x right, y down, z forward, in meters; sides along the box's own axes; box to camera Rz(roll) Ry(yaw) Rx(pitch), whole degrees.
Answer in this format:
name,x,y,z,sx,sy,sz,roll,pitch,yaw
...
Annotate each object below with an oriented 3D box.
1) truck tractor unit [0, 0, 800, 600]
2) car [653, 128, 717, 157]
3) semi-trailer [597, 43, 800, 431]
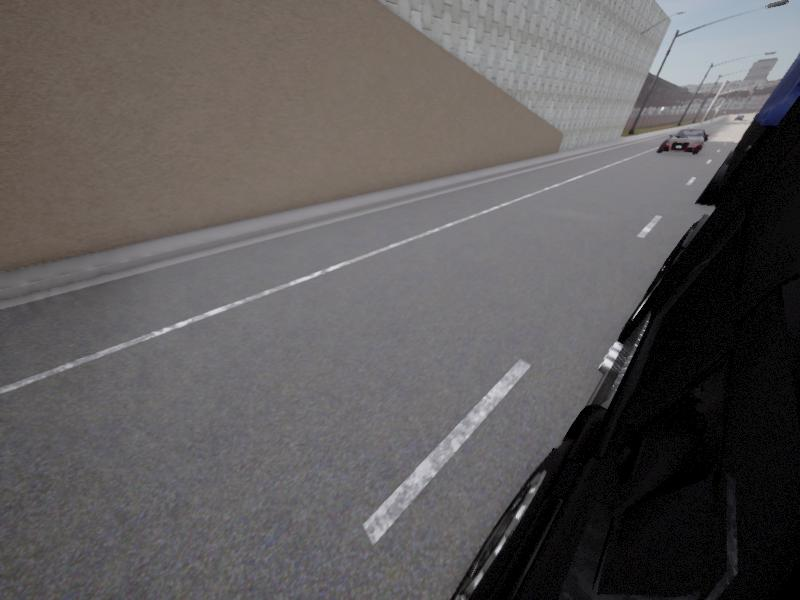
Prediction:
name,x,y,z,sx,sy,sz,roll,pitch,yaw
truck tractor unit,2.645,-0.295,0.351,6.516,4.208,3.053,-28,44,-30
car,19.742,-10.952,15.975,4.181,1.385,1.994,-28,44,-30
semi-trailer,8.702,-3.589,4.243,14.254,4.402,2.717,-28,44,-30
